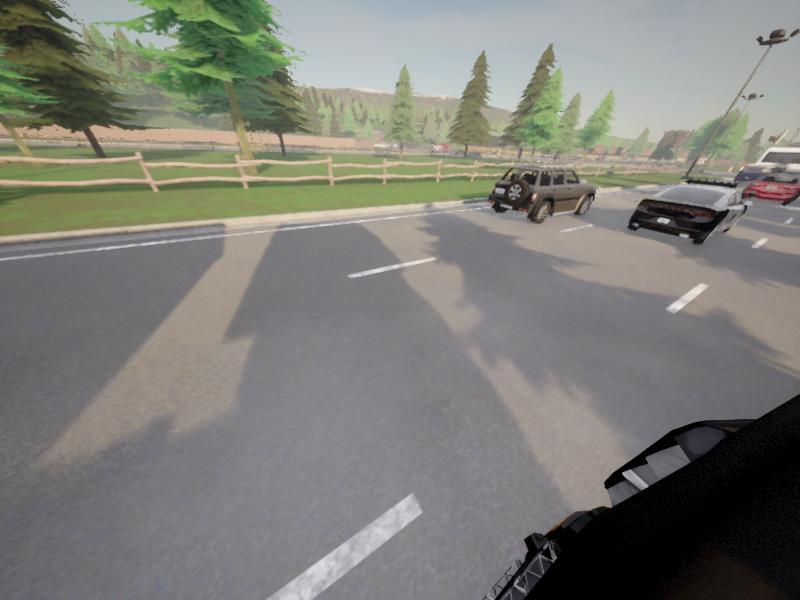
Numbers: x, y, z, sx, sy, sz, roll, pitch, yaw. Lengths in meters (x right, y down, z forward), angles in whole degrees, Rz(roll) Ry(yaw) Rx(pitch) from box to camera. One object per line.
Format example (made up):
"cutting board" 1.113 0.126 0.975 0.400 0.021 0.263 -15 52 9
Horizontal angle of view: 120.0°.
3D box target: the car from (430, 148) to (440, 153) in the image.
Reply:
"car" 14.252 -61.686 95.281 1.970 1.475 3.806 -16 38 -25

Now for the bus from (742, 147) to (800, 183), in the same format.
"bus" 60.583 -19.760 34.044 3.944 4.253 10.273 -16 38 -25

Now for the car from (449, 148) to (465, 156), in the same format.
"car" 18.164 -47.382 73.920 4.605 1.855 1.932 -16 38 -26

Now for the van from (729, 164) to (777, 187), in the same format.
"van" 40.356 -14.272 26.387 4.442 1.987 1.775 -16 38 -26

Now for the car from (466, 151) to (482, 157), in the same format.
"car" 22.228 -43.837 69.404 4.181 1.385 1.994 -16 38 -26

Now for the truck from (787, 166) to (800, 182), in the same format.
"truck" 64.520 -18.625 34.593 2.390 2.098 6.274 -16 38 -25

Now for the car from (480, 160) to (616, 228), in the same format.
"car" 5.684 -4.263 8.973 4.605 1.855 1.932 -16 38 -26

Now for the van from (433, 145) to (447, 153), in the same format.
"van" 16.707 -63.594 97.365 2.351 2.431 6.366 -16 38 -25

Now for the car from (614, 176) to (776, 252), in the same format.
"car" 10.138 -3.188 7.932 5.238 1.638 1.930 -16 38 -26

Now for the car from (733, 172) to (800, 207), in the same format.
"car" 25.537 -7.628 15.672 4.611 1.667 2.242 -16 38 -26
